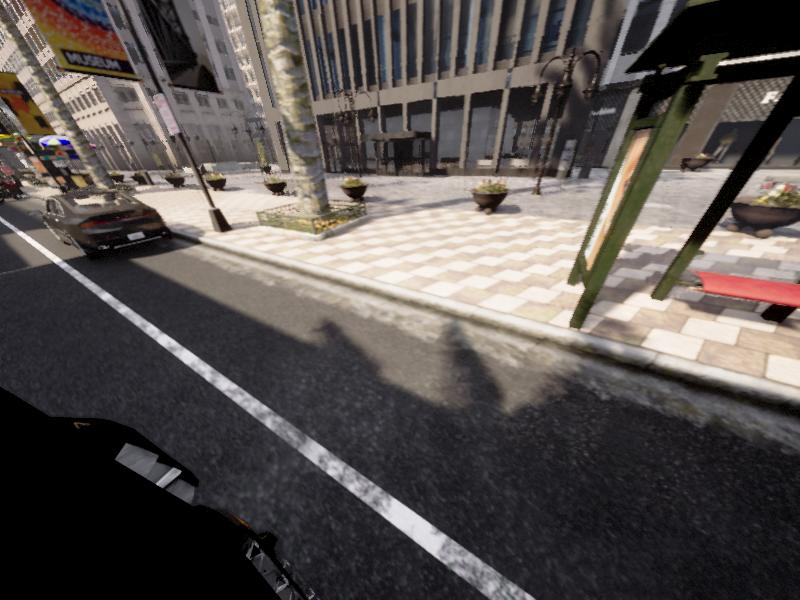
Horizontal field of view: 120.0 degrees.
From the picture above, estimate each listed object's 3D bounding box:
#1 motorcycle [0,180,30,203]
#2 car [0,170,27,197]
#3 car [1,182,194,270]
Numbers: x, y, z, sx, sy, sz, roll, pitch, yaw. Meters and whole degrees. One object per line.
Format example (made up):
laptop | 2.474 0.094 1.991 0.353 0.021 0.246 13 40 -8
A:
motorcycle | -28.270 -7.721 16.430 0.764 1.277 2.356 -19 37 -24
car | -34.597 -9.841 19.542 4.553 1.767 2.185 16 37 25
car | -9.074 -2.505 6.987 4.892 1.521 2.231 16 37 25
